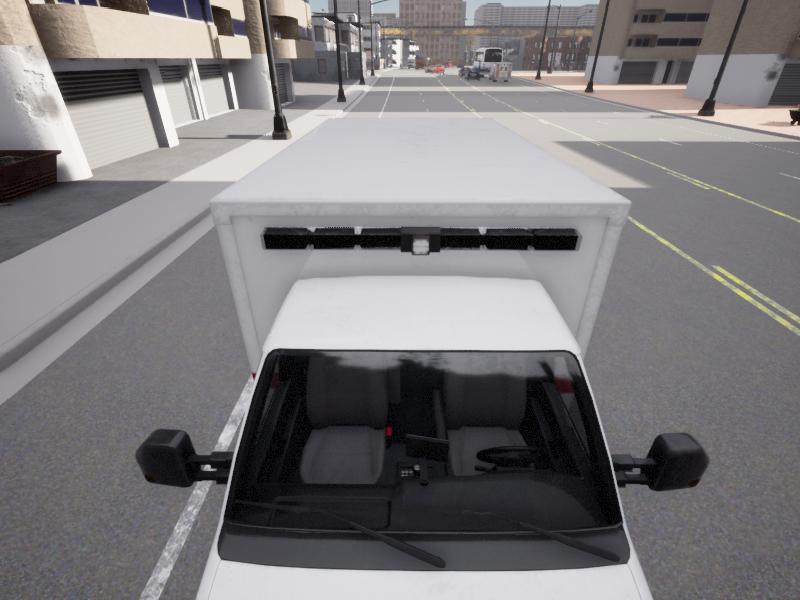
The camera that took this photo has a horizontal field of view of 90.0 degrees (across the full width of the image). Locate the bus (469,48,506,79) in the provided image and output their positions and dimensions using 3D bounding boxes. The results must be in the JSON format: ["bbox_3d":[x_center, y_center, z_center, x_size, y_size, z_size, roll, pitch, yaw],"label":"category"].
[{"bbox_3d":[14.676,-40.329,67.956,3.944,4.253,10.273,0,32,0],"label":"bus"}]

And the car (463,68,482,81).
[{"bbox_3d":[11.227,-35.003,62.116,2.128,1.511,4.902,0,32,0],"label":"car"}]

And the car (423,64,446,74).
[{"bbox_3d":[7.073,-47.207,81.728,2.242,1.667,4.611,26,40,36],"label":"car"}]

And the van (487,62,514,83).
[{"bbox_3d":[14.701,-33.726,59.163,2.351,2.431,6.366,0,32,0],"label":"van"}]

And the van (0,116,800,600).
[{"bbox_3d":[0.111,0.010,3.603,2.351,2.431,6.366,0,30,0],"label":"van"}]

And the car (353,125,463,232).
[{"bbox_3d":[0.183,-3.330,10.226,2.128,1.511,4.902,0,30,0],"label":"car"}]
